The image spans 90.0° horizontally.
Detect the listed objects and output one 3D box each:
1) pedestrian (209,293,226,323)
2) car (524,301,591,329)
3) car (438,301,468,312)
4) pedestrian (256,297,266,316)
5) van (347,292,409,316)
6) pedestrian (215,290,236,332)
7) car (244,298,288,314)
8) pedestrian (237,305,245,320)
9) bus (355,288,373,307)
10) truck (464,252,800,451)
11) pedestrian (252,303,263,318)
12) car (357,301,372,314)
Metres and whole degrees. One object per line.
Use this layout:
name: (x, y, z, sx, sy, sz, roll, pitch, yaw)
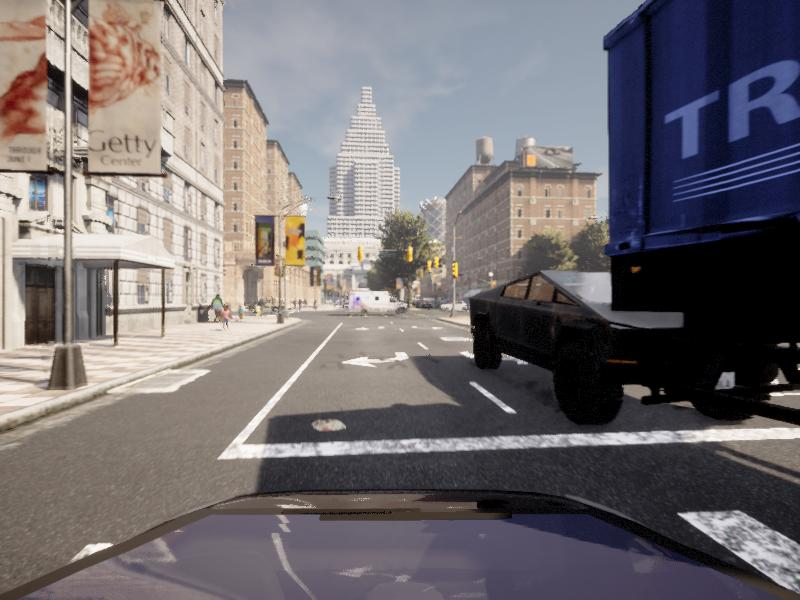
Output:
pedestrian: (-11.842, 0.512, 26.015, 0.751, 1.860, 0.751, 0, 0, 0)
car: (9.546, 0.835, 24.635, 2.007, 1.525, 4.514, 0, 0, -5)
car: (7.075, 0.853, 53.812, 3.633, 1.501, 1.845, 0, 0, -6)
pedestrian: (-13.728, 0.674, 39.464, 0.751, 1.860, 0.751, 0, 0, -5)
van: (-2.400, 0.406, 42.285, 6.366, 2.431, 2.351, 0, 0, -6)
pedestrian: (-7.975, 0.504, 18.308, 0.751, 1.860, 0.751, 0, 0, -10)
car: (-15.963, 0.700, 47.881, 4.605, 1.855, 1.932, 1, 0, -5)
pedestrian: (-11.472, 0.894, 28.826, 0.500, 1.100, 0.500, 0, 0, -17)
bus: (-8.537, -0.474, 93.511, 3.944, 4.253, 10.273, 0, 0, -6)
truck: (3.165, 0.545, 7.461, 2.390, 2.098, 6.274, 0, 0, -6)
pedestrian: (-13.147, 0.952, 36.930, 0.751, 1.300, 0.751, 0, 0, -3)
car: (-4.496, 0.858, 50.432, 1.882, 1.535, 5.008, 0, 0, -6)
